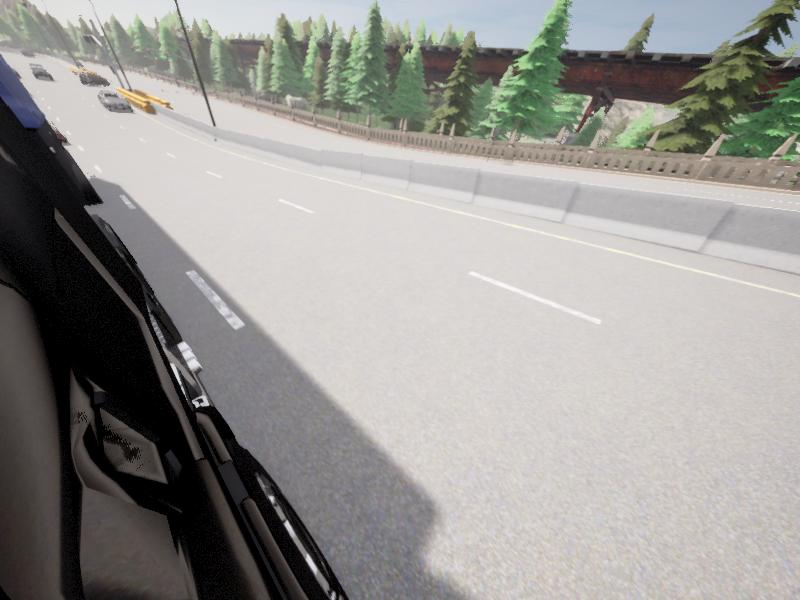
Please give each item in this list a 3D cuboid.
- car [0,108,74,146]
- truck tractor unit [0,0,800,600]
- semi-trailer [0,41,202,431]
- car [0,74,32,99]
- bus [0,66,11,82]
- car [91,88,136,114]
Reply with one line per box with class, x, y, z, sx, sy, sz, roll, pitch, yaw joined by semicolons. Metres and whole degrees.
car;-22.833;-10.738;14.320;3.633;1.501;1.845;25;43;21
truck tractor unit;-2.645;-0.295;0.351;6.516;4.208;3.053;28;44;30
semi-trailer;-8.697;-3.606;4.227;14.254;4.402;2.717;28;44;30
car;-44.245;-24.387;26.271;5.366;1.575;1.801;34;46;25
bus;-61.172;-32.052;29.709;3.944;4.253;10.273;30;43;22
car;-33.719;-23.421;27.187;5.027;1.651;2.152;34;46;25
